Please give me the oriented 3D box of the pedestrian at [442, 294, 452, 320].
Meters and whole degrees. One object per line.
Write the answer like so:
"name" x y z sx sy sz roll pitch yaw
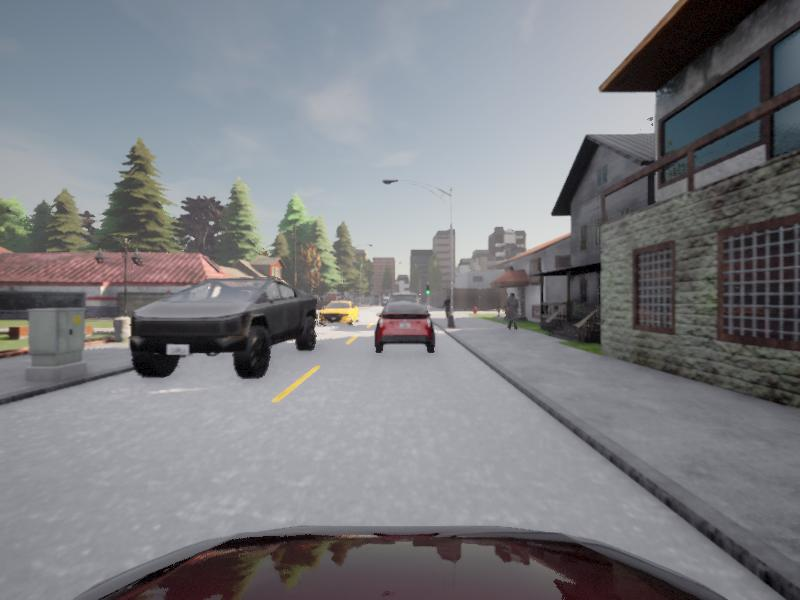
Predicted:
"pedestrian" 3.467 0.494 29.534 0.751 1.860 0.751 0 0 9

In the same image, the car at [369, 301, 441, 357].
"car" 0.129 0.810 13.381 2.007 1.525 4.514 0 0 0

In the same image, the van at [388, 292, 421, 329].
"van" 0.218 0.563 23.884 1.775 1.987 4.442 0 0 0

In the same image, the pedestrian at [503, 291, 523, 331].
"pedestrian" 5.389 0.507 19.092 0.751 1.860 0.751 0 0 -3

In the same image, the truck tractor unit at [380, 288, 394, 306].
"truck tractor unit" -3.092 -0.657 96.927 3.053 4.208 6.516 0 0 0

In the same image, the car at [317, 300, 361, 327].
"car" -3.743 0.788 25.397 1.882 1.535 5.008 0 0 2

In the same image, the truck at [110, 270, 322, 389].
"truck" -3.875 0.529 10.216 2.390 2.098 6.274 0 0 1

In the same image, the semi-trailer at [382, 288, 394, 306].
"semi-trailer" -3.049 -0.761 104.836 2.717 4.402 14.254 0 0 0
